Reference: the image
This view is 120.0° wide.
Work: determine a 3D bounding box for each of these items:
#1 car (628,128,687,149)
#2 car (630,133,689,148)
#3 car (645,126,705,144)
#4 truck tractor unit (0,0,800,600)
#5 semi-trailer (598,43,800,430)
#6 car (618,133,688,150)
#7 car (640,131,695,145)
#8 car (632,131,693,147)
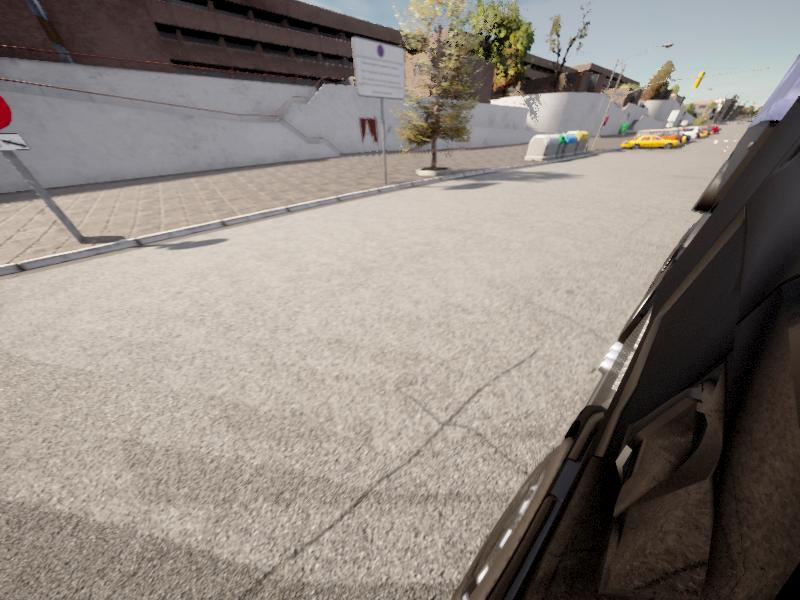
[{"bbox_3d":[33.017,-20.837,29.845,4.442,1.987,1.878,17,39,25],"label":"car"},{"bbox_3d":[35.179,-21.834,31.571,4.792,1.488,2.163,17,40,25],"label":"car"},{"bbox_3d":[44.295,-26.742,37.501,5.566,2.045,2.435,17,39,25],"label":"car"},{"bbox_3d":[2.645,-0.295,0.351,6.516,4.208,3.053,-28,44,-30],"label":"truck tractor unit"},{"bbox_3d":[8.741,-3.459,4.349,14.254,4.402,2.717,-27,43,-31],"label":"semi-trailer"},{"bbox_3d":[30.803,-19.465,28.423,5.366,1.575,1.946,17,39,25],"label":"car"},{"bbox_3d":[39.773,-24.190,34.584,4.892,1.521,2.231,17,40,25],"label":"car"},{"bbox_3d":[37.325,-23.074,33.142,5.366,1.575,1.946,17,40,25],"label":"car"}]
